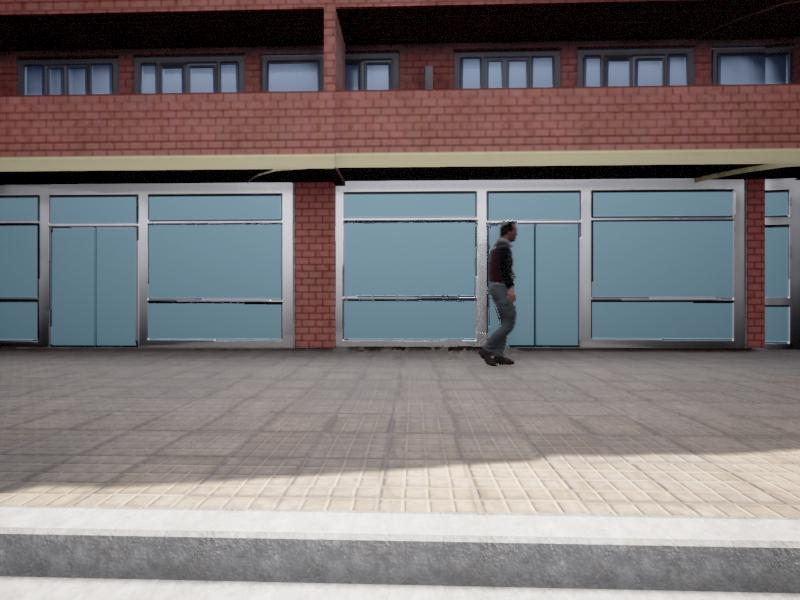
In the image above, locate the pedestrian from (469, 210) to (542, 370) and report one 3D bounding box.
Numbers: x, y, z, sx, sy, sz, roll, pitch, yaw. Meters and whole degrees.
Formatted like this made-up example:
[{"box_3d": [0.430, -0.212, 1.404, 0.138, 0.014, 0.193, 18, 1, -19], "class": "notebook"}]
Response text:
[{"box_3d": [1.296, -0.115, 5.036, 0.751, 1.860, 0.751, 0, 0, 3], "class": "pedestrian"}]
